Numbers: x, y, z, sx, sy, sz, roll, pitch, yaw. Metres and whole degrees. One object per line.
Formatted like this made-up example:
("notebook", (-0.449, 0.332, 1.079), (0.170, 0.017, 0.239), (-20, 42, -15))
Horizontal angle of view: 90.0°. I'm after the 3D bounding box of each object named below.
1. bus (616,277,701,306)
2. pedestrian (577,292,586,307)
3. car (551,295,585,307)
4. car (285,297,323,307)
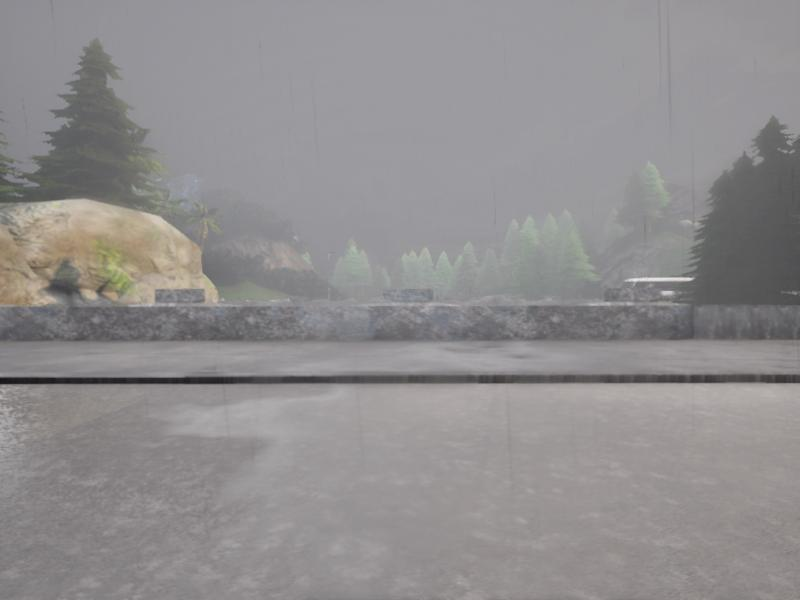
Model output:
("bus", (38.651, -1.209, 60.103), (10.273, 4.253, 3.944), (0, 0, 0))
("pedestrian", (23.089, -0.108, 50.953), (0.751, 1.860, 0.751), (0, 0, 0))
("car", (23.588, 0.146, 56.216), (3.988, 1.617, 1.851), (0, 0, 0))
("car", (-13.466, 0.271, 56.213), (4.892, 1.490, 1.837), (0, 0, 0))
